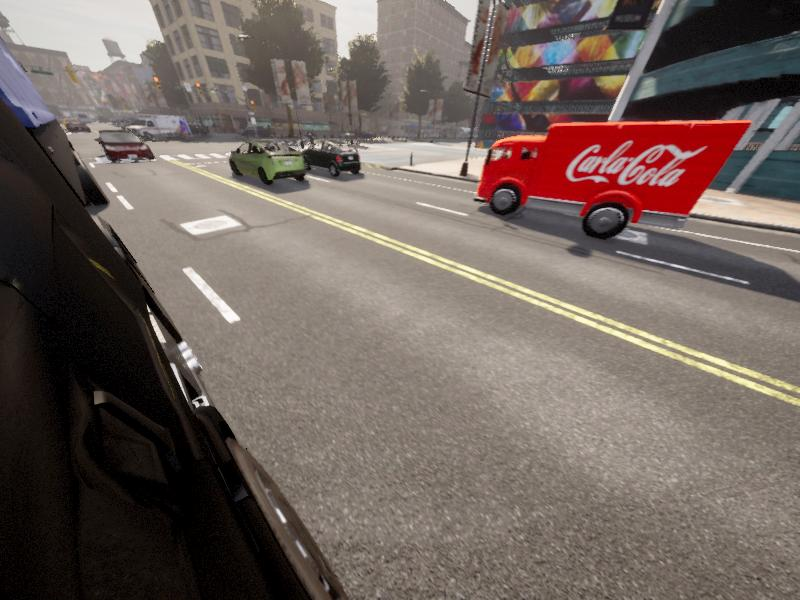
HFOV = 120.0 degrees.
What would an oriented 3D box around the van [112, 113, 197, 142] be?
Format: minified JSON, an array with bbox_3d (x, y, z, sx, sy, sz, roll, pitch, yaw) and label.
[{"bbox_3d":[-28.476,-20.368,27.336,2.351,2.431,6.366,8,37,7],"label":"van"}]

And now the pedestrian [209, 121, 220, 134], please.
[{"bbox_3d":[-34.585,-32.236,43.162,0.751,1.860,0.751,21,40,23],"label":"pedestrian"}]

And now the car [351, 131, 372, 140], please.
[{"bbox_3d":[-8.493,-36.696,51.508,1.812,1.442,4.674,28,43,30],"label":"car"}]

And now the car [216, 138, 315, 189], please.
[{"bbox_3d":[-6.301,-6.533,10.820,4.514,1.525,2.007,28,43,30],"label":"car"}]

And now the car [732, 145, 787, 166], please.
[{"bbox_3d":[49.590,-20.215,32.124,2.435,2.045,5.566,28,43,30],"label":"car"}]

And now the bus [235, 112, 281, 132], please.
[{"bbox_3d":[-42.252,-53.340,69.471,3.944,4.253,10.273,28,43,30],"label":"bus"}]

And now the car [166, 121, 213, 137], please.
[{"bbox_3d":[-32.245,-26.291,35.560,4.605,1.855,1.932,-10,38,-16],"label":"car"}]

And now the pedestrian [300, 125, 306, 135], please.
[{"bbox_3d":[-22.638,-39.535,53.790,0.751,1.860,0.751,32,45,33],"label":"pedestrian"}]

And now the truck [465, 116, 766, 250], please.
[{"bbox_3d":[5.139,-3.709,6.889,5.204,2.467,2.627,25,42,31],"label":"truck"}]

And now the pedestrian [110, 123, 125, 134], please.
[{"bbox_3d":[-41.545,-25.246,33.997,0.751,1.300,0.751,24,41,26],"label":"pedestrian"}]

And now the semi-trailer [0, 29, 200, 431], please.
[{"bbox_3d":[-8.636,-3.630,4.312,14.254,4.402,2.717,29,44,31],"label":"semi-trailer"}]

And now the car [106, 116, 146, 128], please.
[{"bbox_3d":[-65.297,-42.546,55.261,5.566,2.045,2.150,-6,38,-11],"label":"car"}]

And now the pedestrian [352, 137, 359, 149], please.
[{"bbox_3d":[-5.047,-17.996,26.453,0.500,1.100,0.500,31,45,33],"label":"pedestrian"}]

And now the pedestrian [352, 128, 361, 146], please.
[{"bbox_3d":[-5.857,-21.893,31.027,0.751,1.860,0.751,-25,44,-32],"label":"pedestrian"}]

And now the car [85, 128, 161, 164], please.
[{"bbox_3d":[-17.240,-9.639,14.355,4.792,1.488,2.163,29,44,31],"label":"car"}]

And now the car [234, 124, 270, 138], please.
[{"bbox_3d":[-25.218,-28.833,39.515,2.097,1.767,4.553,30,44,32],"label":"car"}]

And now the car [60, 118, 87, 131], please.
[{"bbox_3d":[-53.839,-28.933,38.033,5.008,1.535,1.882,27,43,30],"label":"car"}]

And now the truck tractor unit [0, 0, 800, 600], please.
[{"bbox_3d":[-2.645,-0.295,0.351,6.516,4.208,3.053,28,44,30],"label":"truck tractor unit"}]

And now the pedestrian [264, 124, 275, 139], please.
[{"bbox_3d":[-20.528,-26.591,36.448,0.751,1.860,0.751,18,39,20],"label":"pedestrian"}]

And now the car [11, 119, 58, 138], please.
[{"bbox_3d":[-38.989,-18.379,24.748,4.902,1.511,2.128,28,43,30],"label":"car"}]

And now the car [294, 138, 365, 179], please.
[{"bbox_3d":[-3.923,-8.008,12.945,3.705,1.549,1.789,28,43,30],"label":"car"}]
